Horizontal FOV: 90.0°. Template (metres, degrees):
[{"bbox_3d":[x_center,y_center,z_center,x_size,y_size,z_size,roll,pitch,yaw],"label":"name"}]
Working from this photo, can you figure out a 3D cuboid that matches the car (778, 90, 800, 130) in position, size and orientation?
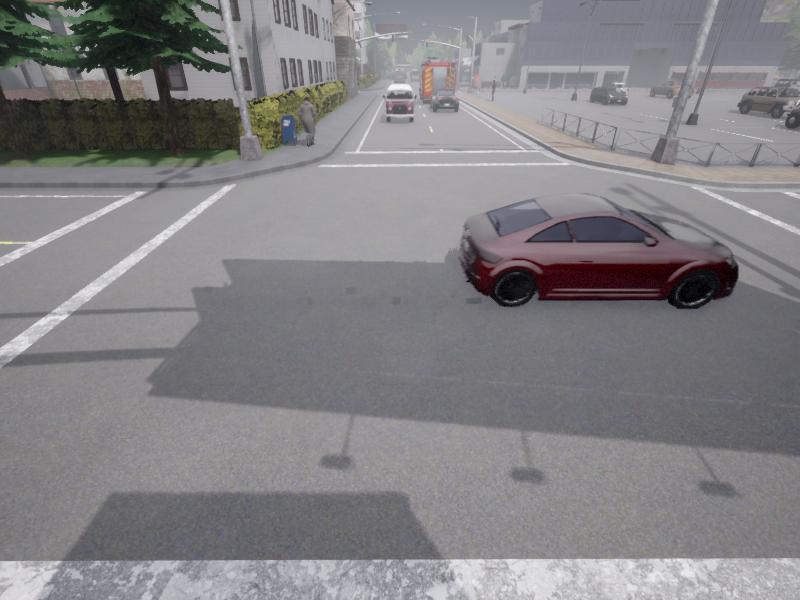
[{"bbox_3d":[22.620,-9.742,20.762,1.905,1.878,3.866,0,30,0],"label":"car"}]

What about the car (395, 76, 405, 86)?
[{"bbox_3d":[0.004,-40.261,73.484,1.837,1.490,4.892,0,30,0],"label":"car"}]

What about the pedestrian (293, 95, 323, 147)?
[{"bbox_3d":[-3.728,-7.311,16.345,0.751,1.860,0.751,5,31,8],"label":"pedestrian"}]

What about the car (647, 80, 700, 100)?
[{"bbox_3d":[28.981,-22.416,42.622,2.152,1.636,5.027,0,30,0],"label":"car"}]

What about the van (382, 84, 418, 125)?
[{"bbox_3d":[-0.004,-12.509,25.418,2.069,2.038,4.480,0,30,0],"label":"van"}]

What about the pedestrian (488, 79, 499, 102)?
[{"bbox_3d":[8.846,-19.883,37.937,0.751,1.860,0.751,10,32,16],"label":"pedestrian"}]

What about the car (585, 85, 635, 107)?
[{"bbox_3d":[18.920,-18.561,36.305,2.007,1.523,4.514,0,30,0],"label":"car"}]

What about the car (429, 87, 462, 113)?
[{"bbox_3d":[3.496,-15.889,31.713,2.038,1.542,4.974,0,30,0],"label":"car"}]

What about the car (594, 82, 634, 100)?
[{"bbox_3d":[22.564,-22.177,42.368,1.970,1.475,3.806,0,30,0],"label":"car"}]

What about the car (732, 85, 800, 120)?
[{"bbox_3d":[25.886,-13.696,27.574,1.932,1.855,4.605,0,30,0],"label":"car"}]

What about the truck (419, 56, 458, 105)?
[{"bbox_3d":[3.503,-21.375,38.836,2.891,3.827,8.468,0,30,0],"label":"truck"}]

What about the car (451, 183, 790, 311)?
[{"bbox_3d":[3.085,-0.939,6.524,4.181,1.385,1.994,0,31,0],"label":"car"}]

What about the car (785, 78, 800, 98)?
[{"bbox_3d":[44.680,-22.693,42.984,1.932,1.855,4.605,0,30,0],"label":"car"}]

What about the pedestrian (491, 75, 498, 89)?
[{"bbox_3d":[14.756,-33.925,62.276,0.751,1.860,0.751,4,31,7],"label":"pedestrian"}]

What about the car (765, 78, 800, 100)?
[{"bbox_3d":[41.775,-22.499,42.611,1.905,1.878,3.866,0,30,0],"label":"car"}]
